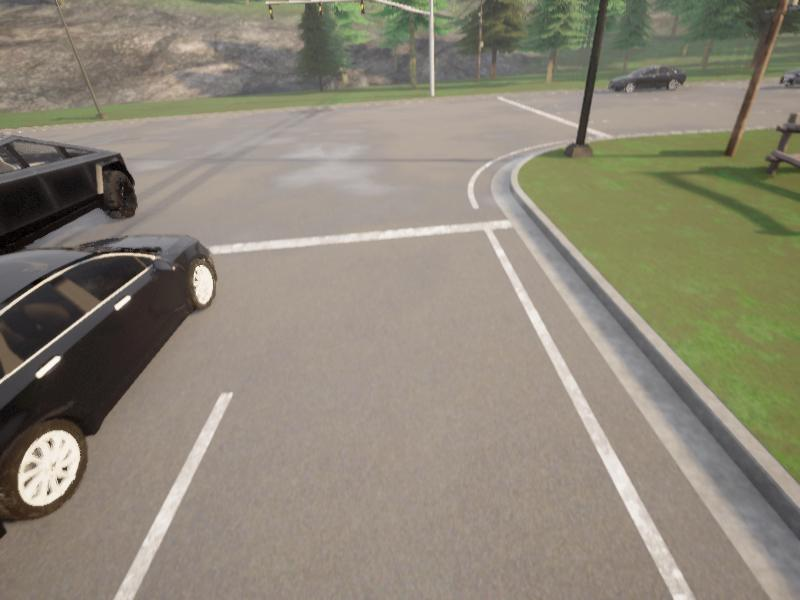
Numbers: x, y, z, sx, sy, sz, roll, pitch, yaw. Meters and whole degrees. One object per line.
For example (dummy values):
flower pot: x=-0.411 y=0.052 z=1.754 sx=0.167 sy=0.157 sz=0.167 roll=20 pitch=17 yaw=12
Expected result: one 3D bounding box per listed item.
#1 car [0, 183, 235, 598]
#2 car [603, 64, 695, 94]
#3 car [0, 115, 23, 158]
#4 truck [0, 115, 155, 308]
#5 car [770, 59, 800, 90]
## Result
car: x=-3.602 y=0.271 z=4.045 sx=1.837 sy=1.490 sz=4.892 roll=-3 pitch=31 yaw=1
car: x=17.168 y=-15.361 z=27.793 sx=4.892 sy=1.490 sz=1.837 roll=-3 pitch=31 yaw=2
car: x=-19.849 y=-7.147 z=17.824 sx=3.988 sy=1.617 sz=1.851 roll=0 pitch=31 yaw=6
truck: x=-7.329 y=-1.625 z=6.967 sx=2.390 sy=2.098 sz=6.274 roll=-4 pitch=31 yaw=-1
car: x=26.338 y=-13.950 z=24.531 sx=4.902 sy=1.511 sz=2.128 roll=-2 pitch=31 yaw=2
